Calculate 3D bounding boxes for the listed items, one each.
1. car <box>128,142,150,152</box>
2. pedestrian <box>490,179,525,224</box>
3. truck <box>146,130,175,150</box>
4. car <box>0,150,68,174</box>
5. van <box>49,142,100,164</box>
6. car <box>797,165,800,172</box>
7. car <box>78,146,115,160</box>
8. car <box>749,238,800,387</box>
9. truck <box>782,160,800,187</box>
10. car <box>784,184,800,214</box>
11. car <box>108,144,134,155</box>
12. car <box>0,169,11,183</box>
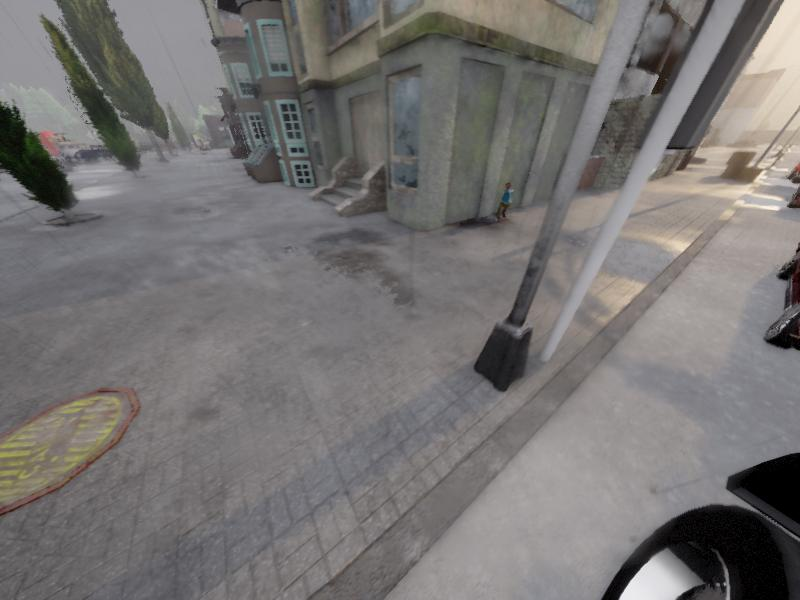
[{"bbox_3d":[-58.792,-34.545,52.059,2.242,1.667,4.611,-22,41,-28],"label":"car"},{"bbox_3d":[3.147,-2.921,6.839,0.500,1.100,0.500,-22,41,-28],"label":"pedestrian"},{"bbox_3d":[-58.105,-38.943,56.292,2.891,3.827,8.468,-22,41,-28],"label":"truck"},{"bbox_3d":[-31.142,-11.860,19.714,1.970,1.475,3.806,-22,41,-28],"label":"car"},{"bbox_3d":[-37.054,-16.911,26.487,1.775,1.987,4.442,-22,40,-28],"label":"van"},{"bbox_3d":[31.479,-10.475,16.816,3.866,1.878,1.905,-22,41,-28],"label":"car"},{"bbox_3d":[-41.101,-20.024,31.374,1.816,1.474,4.193,-22,41,-28],"label":"car"},{"bbox_3d":[6.644,-0.091,2.849,4.718,1.301,1.895,-22,41,-28],"label":"car"},{"bbox_3d":[23.742,-7.556,12.244,5.204,2.467,2.627,-22,41,-28],"label":"truck"},{"bbox_3d":[16.055,-3.965,8.185,4.181,1.385,1.994,-22,41,-28],"label":"car"},{"bbox_3d":[-49.187,-26.637,40.843,1.812,1.442,4.674,-22,41,-28],"label":"car"},{"bbox_3d":[-25.336,-7.029,12.974,1.895,1.301,4.718,-22,41,-28],"label":"car"}]
